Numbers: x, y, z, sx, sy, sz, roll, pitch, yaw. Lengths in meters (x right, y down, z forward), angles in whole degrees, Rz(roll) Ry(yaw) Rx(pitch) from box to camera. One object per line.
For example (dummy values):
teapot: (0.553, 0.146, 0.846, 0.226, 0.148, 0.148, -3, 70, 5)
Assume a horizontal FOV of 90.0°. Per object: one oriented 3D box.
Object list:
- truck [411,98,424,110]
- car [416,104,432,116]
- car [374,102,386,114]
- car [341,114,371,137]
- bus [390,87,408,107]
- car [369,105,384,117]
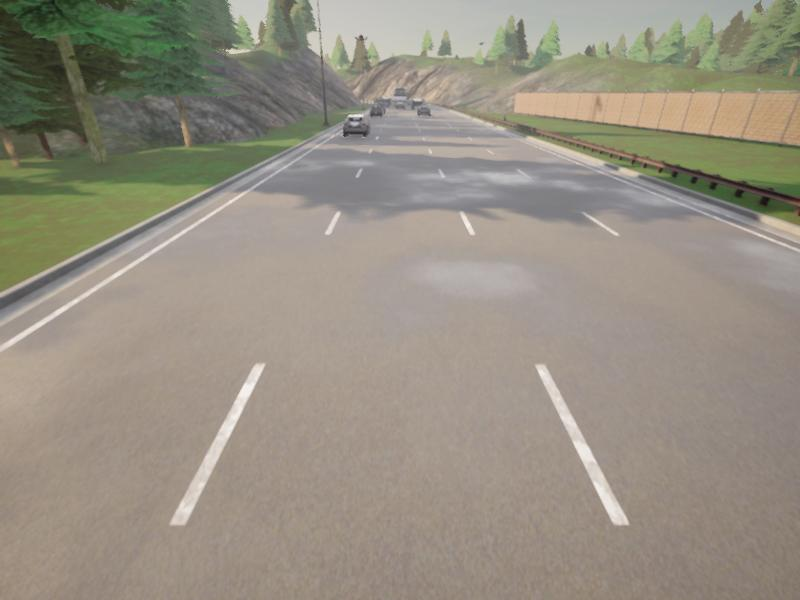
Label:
truck: (3.557, -41.031, 83.717, 2.390, 2.098, 6.274, 0, 27, 0)
car: (3.618, -29.047, 61.195, 2.128, 1.511, 4.902, 0, 27, 0)
car: (-3.363, -32.894, 68.512, 1.851, 1.617, 3.988, 0, 27, 0)
car: (-3.468, -14.090, 32.186, 1.970, 1.475, 3.806, 0, 27, 0)
bus: (-0.370, -52.017, 102.574, 3.944, 4.253, 10.273, -1, 27, -3)
car: (-3.388, -27.534, 58.200, 1.816, 1.474, 4.193, 0, 27, 0)
